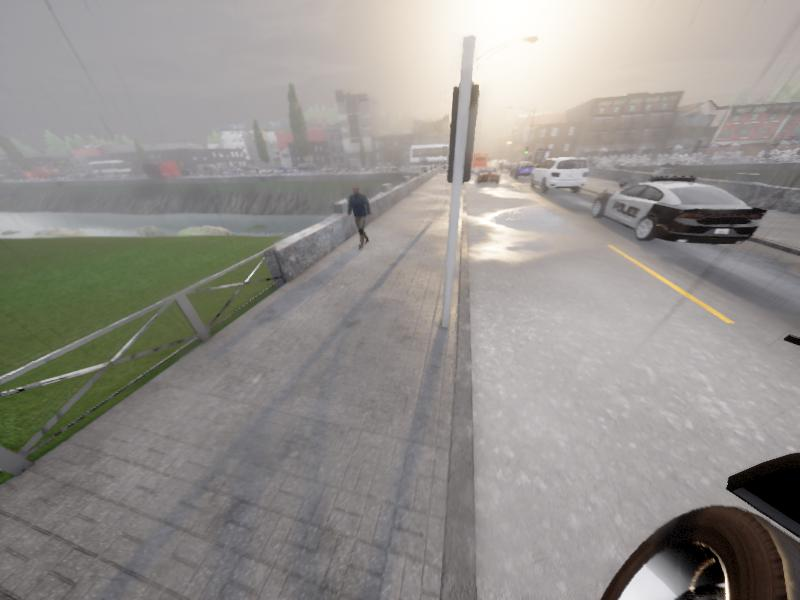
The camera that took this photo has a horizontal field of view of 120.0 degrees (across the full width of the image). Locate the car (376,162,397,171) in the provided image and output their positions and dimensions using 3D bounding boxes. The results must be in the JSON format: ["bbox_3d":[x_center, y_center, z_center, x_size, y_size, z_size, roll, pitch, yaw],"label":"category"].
[{"bbox_3d":[-2.763,-27.974,48.490,3.806,1.475,1.970,5,33,12],"label":"car"}]

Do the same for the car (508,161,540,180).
[{"bbox_3d":[13.480,-14.335,25.412,2.007,1.525,4.514,5,33,12],"label":"car"}]

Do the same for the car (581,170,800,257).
[{"bbox_3d":[8.542,-3.219,7.722,1.930,1.638,5.238,5,33,12],"label":"car"}]

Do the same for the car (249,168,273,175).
[{"bbox_3d":[-33.187,-30.818,55.237,4.718,1.301,1.895,5,33,12],"label":"car"}]

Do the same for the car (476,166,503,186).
[{"bbox_3d":[8.396,-11.908,22.054,1.895,1.301,4.718,5,33,12],"label":"car"}]

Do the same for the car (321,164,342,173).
[{"bbox_3d":[-15.225,-29.171,51.235,3.806,1.475,1.970,5,33,12],"label":"car"}]

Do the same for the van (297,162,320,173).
[{"bbox_3d":[-20.694,-29.912,52.305,4.442,1.987,1.775,5,33,12],"label":"van"}]

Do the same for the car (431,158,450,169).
[{"bbox_3d":[8.619,-29.290,49.469,3.866,1.878,1.905,2,33,7],"label":"car"}]

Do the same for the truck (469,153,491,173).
[{"bbox_3d":[12.286,-21.228,35.695,2.627,2.467,5.204,5,33,12],"label":"truck"}]

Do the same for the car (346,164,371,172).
[{"bbox_3d":[-8.951,-28.494,49.906,4.718,1.301,1.895,5,33,12],"label":"car"}]

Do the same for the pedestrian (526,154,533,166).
[{"bbox_3d":[23.751,-25.605,42.330,0.751,1.860,0.751,12,35,22],"label":"pedestrian"}]

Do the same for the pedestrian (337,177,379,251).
[{"bbox_3d":[-1.147,-2.466,6.695,0.751,1.860,0.751,5,33,12],"label":"pedestrian"}]

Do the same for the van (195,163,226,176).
[{"bbox_3d":[-47.652,-32.728,58.082,5.915,2.561,1.988,5,33,12],"label":"van"}]

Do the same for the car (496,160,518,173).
[{"bbox_3d":[16.125,-20.279,34.937,2.033,1.411,5.357,5,33,12],"label":"car"}]

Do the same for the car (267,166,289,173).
[{"bbox_3d":[-30.709,-32.780,58.165,4.181,1.385,1.994,5,33,12],"label":"car"}]

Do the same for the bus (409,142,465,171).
[{"bbox_3d":[7.221,-28.385,45.873,10.273,4.253,3.944,3,33,9],"label":"bus"}]

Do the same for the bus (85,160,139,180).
[{"bbox_3d":[-80.979,-36.708,65.070,10.273,4.253,3.944,5,32,13],"label":"bus"}]

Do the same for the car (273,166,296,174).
[{"bbox_3d":[-26.826,-30.284,53.791,4.193,1.474,1.816,5,33,12],"label":"car"}]

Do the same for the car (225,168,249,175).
[{"bbox_3d":[-39.967,-31.530,56.689,4.674,1.442,1.812,5,33,12],"label":"car"}]

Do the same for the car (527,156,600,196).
[{"bbox_3d":[10.904,-8.755,16.100,2.150,2.045,5.566,5,33,12],"label":"car"}]
